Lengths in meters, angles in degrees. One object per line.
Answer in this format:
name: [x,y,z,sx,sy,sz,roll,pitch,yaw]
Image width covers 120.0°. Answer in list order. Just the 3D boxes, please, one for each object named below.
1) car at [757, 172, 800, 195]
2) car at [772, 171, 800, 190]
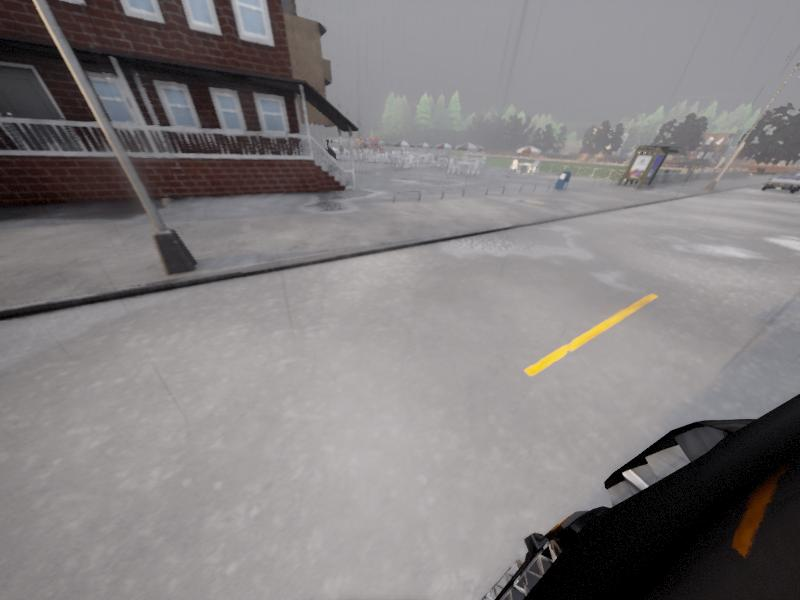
car: [35.459,-10.749,21.165,5.357,1.411,2.033,-16,38,-26]
car: [42.227,-12.765,24.533,4.514,1.525,2.007,-16,38,-26]
